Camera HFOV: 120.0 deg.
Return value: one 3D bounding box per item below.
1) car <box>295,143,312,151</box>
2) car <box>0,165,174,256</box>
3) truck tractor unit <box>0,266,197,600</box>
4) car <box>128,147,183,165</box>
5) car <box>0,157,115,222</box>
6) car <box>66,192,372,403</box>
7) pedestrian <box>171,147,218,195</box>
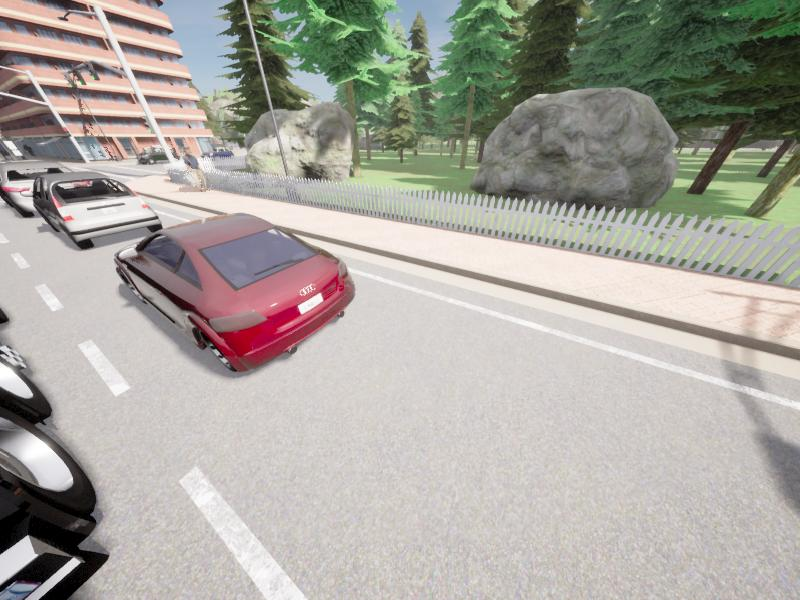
[{"bbox_3d":[-24.960,-39.550,59.666,2.033,1.411,5.357,-26,42,-32],"label":"car"},{"bbox_3d":[-8.952,-2.772,6.639,3.988,1.617,1.851,18,39,25],"label":"car"},{"bbox_3d":[-5.114,-0.298,0.774,6.516,4.208,3.053,18,39,24],"label":"truck tractor unit"},{"bbox_3d":[-27.805,-16.503,26.449,1.789,1.549,3.705,11,36,15],"label":"car"},{"bbox_3d":[-14.322,-4.609,9.261,4.611,1.667,2.242,19,39,25],"label":"car"},{"bbox_3d":[-2.773,-0.594,3.675,4.181,1.385,1.994,20,40,26],"label":"car"},{"bbox_3d":[-9.516,-6.014,10.770,0.751,1.860,0.751,18,39,24],"label":"pedestrian"}]
